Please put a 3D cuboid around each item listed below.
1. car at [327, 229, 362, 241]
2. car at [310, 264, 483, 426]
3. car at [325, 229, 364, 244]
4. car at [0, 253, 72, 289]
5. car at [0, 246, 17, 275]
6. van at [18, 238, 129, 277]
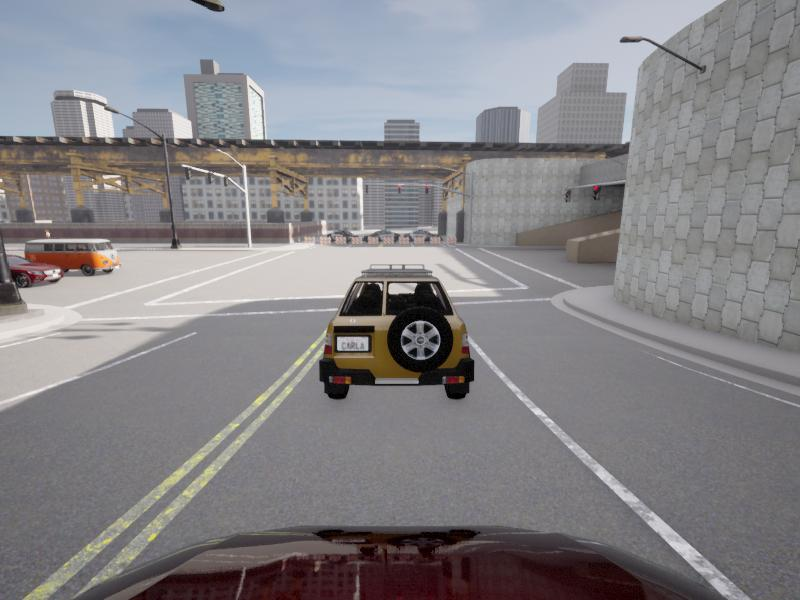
[{"bbox_3d":[-7.017,-8.140,50.050,4.536,1.218,1.853,11,16,42],"label":"car"},{"bbox_3d":[-0.050,0.321,6.834,1.932,1.855,4.605,0,5,0],"label":"car"},{"bbox_3d":[-6.979,-7.979,50.047,4.974,1.542,2.038,11,16,42],"label":"car"},{"bbox_3d":[-18.742,-1.412,18.951,4.674,1.442,1.812,0,12,-1],"label":"car"},{"bbox_3d":[-24.371,-2.215,22.476,3.705,1.549,1.789,0,12,0],"label":"car"},{"bbox_3d":[-18.158,-2.416,22.427,4.442,1.987,1.775,0,12,0],"label":"van"}]
